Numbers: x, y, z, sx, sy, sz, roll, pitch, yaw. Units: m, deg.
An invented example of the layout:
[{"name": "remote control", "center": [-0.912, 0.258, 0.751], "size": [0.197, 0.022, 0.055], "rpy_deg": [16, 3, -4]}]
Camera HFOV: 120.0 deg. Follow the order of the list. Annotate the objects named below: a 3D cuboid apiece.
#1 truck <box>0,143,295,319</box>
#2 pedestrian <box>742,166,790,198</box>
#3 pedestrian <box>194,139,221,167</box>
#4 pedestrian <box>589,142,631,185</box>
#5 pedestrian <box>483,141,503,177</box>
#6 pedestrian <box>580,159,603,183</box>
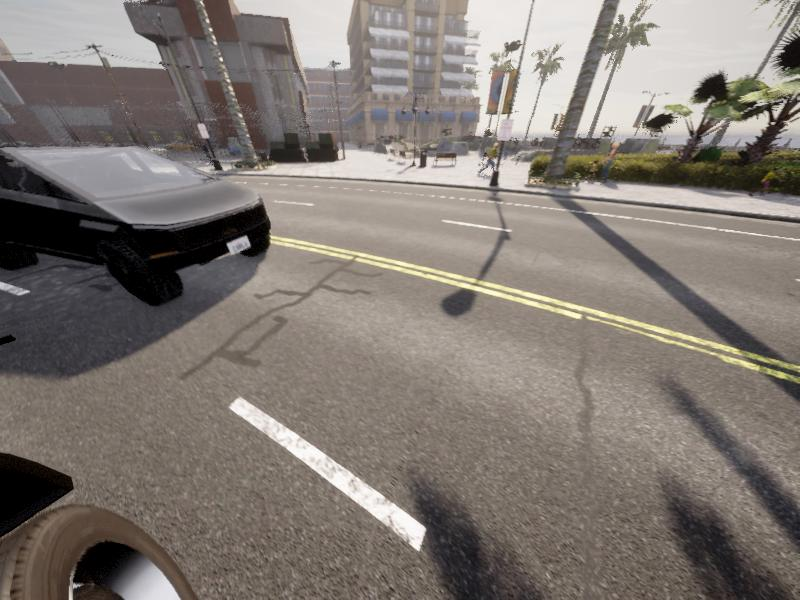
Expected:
[{"name": "truck", "center": [-5.761, -1.759, 4.519], "size": [6.274, 2.098, 2.390], "rpy_deg": [10, 36, 13]}, {"name": "pedestrian", "center": [15.198, -4.929, 9.632], "size": [0.500, 1.100, 0.500], "rpy_deg": [26, 43, 31]}, {"name": "pedestrian", "center": [-15.349, -11.759, 18.460], "size": [0.751, 1.860, 0.751], "rpy_deg": [-1, 35, -1]}, {"name": "pedestrian", "center": [10.874, -7.091, 12.001], "size": [0.751, 1.860, 0.751], "rpy_deg": [-22, 41, -28]}, {"name": "pedestrian", "center": [5.645, -8.596, 14.097], "size": [0.751, 1.860, 0.751], "rpy_deg": [11, 37, 15]}, {"name": "pedestrian", "center": [10.394, -7.002, 12.531], "size": [0.500, 1.100, 0.500], "rpy_deg": [30, 45, 35]}]
